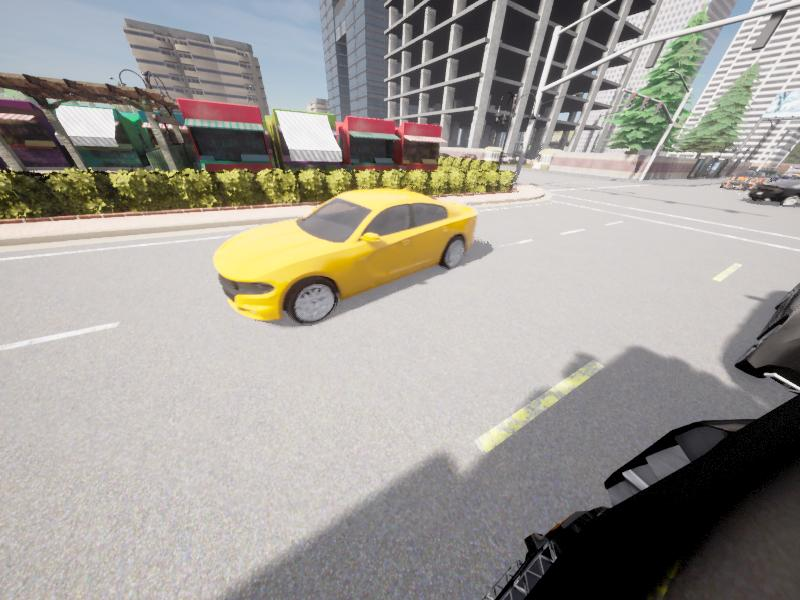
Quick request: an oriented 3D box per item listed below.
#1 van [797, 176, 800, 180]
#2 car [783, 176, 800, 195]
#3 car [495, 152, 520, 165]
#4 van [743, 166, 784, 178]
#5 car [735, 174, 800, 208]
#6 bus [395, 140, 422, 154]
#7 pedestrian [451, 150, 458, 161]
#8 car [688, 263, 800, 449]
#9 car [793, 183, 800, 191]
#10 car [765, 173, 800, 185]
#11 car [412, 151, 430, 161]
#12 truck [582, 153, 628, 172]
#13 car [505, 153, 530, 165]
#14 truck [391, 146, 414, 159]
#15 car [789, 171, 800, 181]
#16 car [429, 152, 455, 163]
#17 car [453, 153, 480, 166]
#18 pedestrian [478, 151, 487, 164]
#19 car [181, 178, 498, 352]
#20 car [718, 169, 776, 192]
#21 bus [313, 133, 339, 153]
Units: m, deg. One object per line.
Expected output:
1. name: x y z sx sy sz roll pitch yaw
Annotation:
1. van: 86.420 -25.335 46.474 1.988 2.561 5.915 -15 38 -25
2. car: 39.910 -11.161 22.503 4.892 1.490 1.837 -15 38 -25
3. car: 21.123 -27.828 45.455 1.905 1.878 3.866 -15 38 -25
4. van: 82.491 -29.157 52.465 1.775 1.987 4.442 -15 38 -25
5. car: 26.379 -6.931 14.924 5.238 1.638 1.930 7 34 6
6. bus: 3.538 -61.993 93.756 10.273 4.253 3.944 -15 38 -25
7. pedestrian: 11.154 -29.630 47.350 0.751 1.860 0.751 -16 38 -26
8. car: 6.038 0.331 2.552 4.902 1.511 2.128 -15 38 -25
9. car: 46.192 -12.885 25.584 4.892 1.490 1.837 -16 38 -25
10. car: 56.105 -17.741 33.840 4.718 1.301 1.895 -15 38 -25
11. car: 4.332 -29.869 47.775 1.789 1.549 3.705 -16 38 -26
12. truck: 37.044 -25.035 42.010 2.615 2.467 5.204 -15 38 -25
13. car: 23.685 -28.533 46.715 1.905 1.878 3.866 -15 38 -25
14. truck: 0.512 -33.956 53.143 2.390 2.098 6.274 -16 38 -26
15. car: 76.073 -23.392 43.692 5.008 1.535 1.882 -20 40 -31
16. car: 7.667 -26.493 42.962 1.882 1.535 5.008 -16 38 -26
17. car: 10.931 -23.239 38.250 1.851 1.617 3.988 -16 38 -26
18. pedestrian: 14.675 -25.350 41.171 0.751 1.860 0.751 -16 38 -26
19. car: -0.515 -1.247 4.398 5.008 1.535 1.882 -24 42 -34
20. car: 35.163 -12.203 23.434 4.553 1.767 2.097 -15 38 -25
21. bus: -21.492 -45.472 66.830 3.944 4.253 10.273 -16 38 -26
